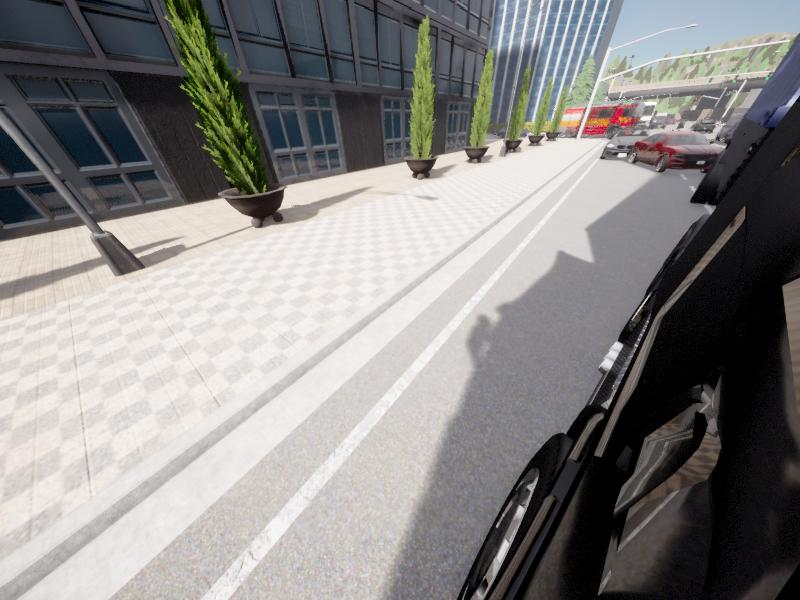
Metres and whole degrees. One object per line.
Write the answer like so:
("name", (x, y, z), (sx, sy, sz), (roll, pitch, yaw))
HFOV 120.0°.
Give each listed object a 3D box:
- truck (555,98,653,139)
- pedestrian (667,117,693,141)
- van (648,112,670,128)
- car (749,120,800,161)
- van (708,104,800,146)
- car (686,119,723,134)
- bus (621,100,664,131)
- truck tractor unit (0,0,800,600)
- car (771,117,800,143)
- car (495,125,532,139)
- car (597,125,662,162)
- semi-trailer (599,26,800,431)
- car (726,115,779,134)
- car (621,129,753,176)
("truck", (26.449, -23.910, 30.755), (2.891, 3.827, 8.468), (-25, 42, -27))
("pedestrian", (28.674, -17.512, 23.676), (0.751, 1.860, 0.751), (13, 40, 20))
("van", (55.768, -38.712, 49.808), (1.988, 2.561, 5.915), (24, 44, 31))
("car", (22.737, -9.138, 13.078), (1.930, 1.638, 5.238), (24, 45, 31))
("van", (29.491, -14.809, 19.583), (2.351, 2.431, 6.366), (23, 44, 30))
("car", (41.742, -23.944, 31.800), (2.128, 1.511, 4.902), (24, 44, 31))
("bus", (47.637, -36.306, 45.663), (3.944, 4.253, 10.273), (24, 44, 31))
("truck tractor unit", (2.645, -0.295, 0.351), (6.516, 4.208, 3.053), (-28, 44, -30))
("car", (33.668, -14.126, 19.122), (1.801, 1.575, 5.366), (26, 46, 33))
("car", (18.588, -27.563, 37.959), (4.856, 1.649, 2.033), (24, 44, 31))
("car", (14.876, -10.235, 15.015), (2.242, 1.667, 4.611), (25, 45, 32))
("semi-trailer", (8.618, -3.658, 4.306), (14.254, 4.402, 2.717), (-29, 44, -31))
("car", (42.471, -21.216, 27.977), (2.242, 1.667, 4.611), (24, 44, 31))
("car", (13.534, -7.454, 11.475), (1.882, 1.535, 5.008), (10, 38, 17))
